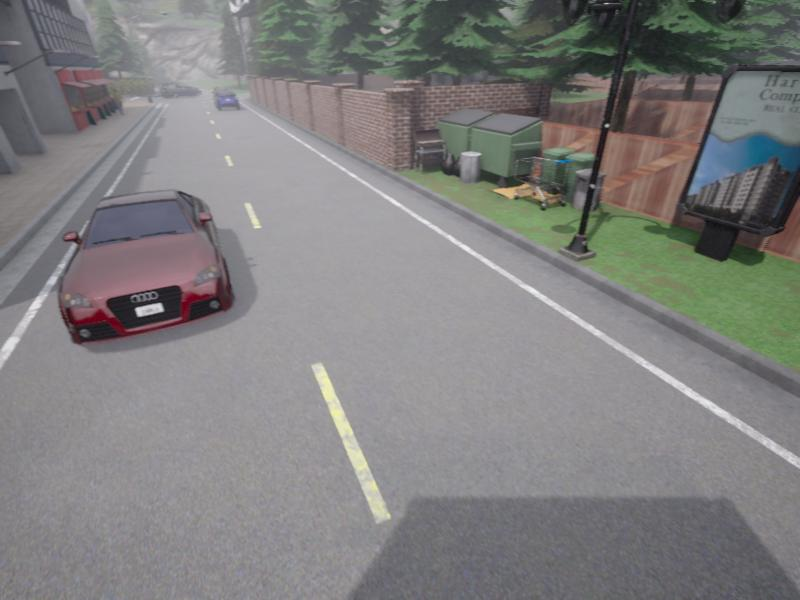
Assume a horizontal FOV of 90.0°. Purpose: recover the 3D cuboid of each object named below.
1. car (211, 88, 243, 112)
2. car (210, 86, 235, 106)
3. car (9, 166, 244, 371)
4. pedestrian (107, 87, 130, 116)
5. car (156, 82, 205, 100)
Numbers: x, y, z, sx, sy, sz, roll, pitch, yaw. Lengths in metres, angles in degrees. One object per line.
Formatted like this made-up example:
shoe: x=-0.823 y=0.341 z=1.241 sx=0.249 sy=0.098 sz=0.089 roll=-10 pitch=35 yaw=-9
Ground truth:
car: x=-15.217 y=-17.575 z=35.085 sx=2.007 sy=1.525 sz=4.514 roll=-14 pitch=33 yaw=-21
car: x=-17.877 y=-20.498 z=40.141 sx=1.789 sy=1.549 sz=3.705 roll=-14 pitch=33 yaw=-21
car: x=-3.967 y=-0.925 z=6.385 sx=1.994 sy=1.385 sz=4.181 roll=-15 pitch=33 yaw=-22
pedestrian: x=-20.675 y=-14.586 z=29.414 sx=0.751 sy=1.860 sz=0.751 roll=-15 pitch=33 yaw=-23
car: x=-27.322 y=-26.164 z=49.943 sx=2.242 sy=1.667 sz=4.611 roll=21 pitch=37 yaw=32
